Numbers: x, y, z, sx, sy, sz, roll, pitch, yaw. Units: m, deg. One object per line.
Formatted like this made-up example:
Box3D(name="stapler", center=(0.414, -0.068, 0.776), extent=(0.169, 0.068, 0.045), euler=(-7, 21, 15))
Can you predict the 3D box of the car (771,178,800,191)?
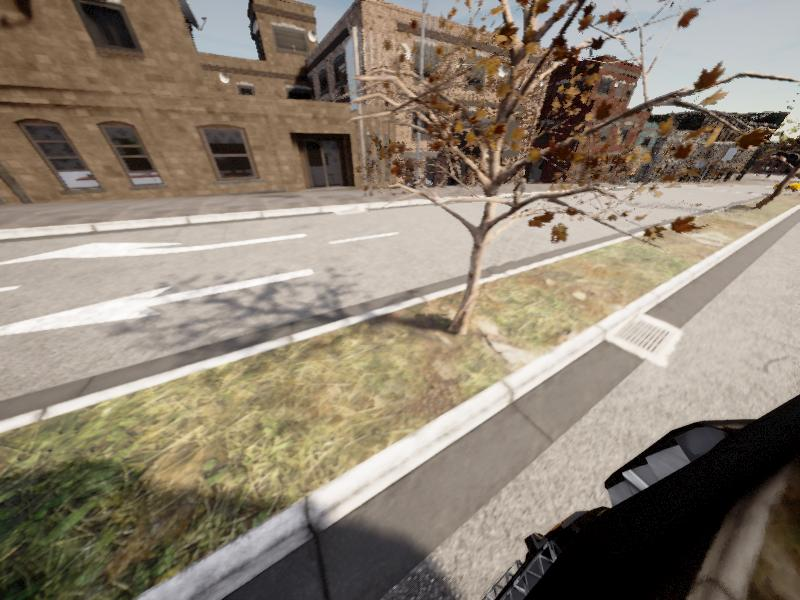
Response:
Box3D(name="car", center=(59.542, -17.579, 35.284), extent=(5.008, 1.535, 1.882), euler=(-13, 36, -25))
